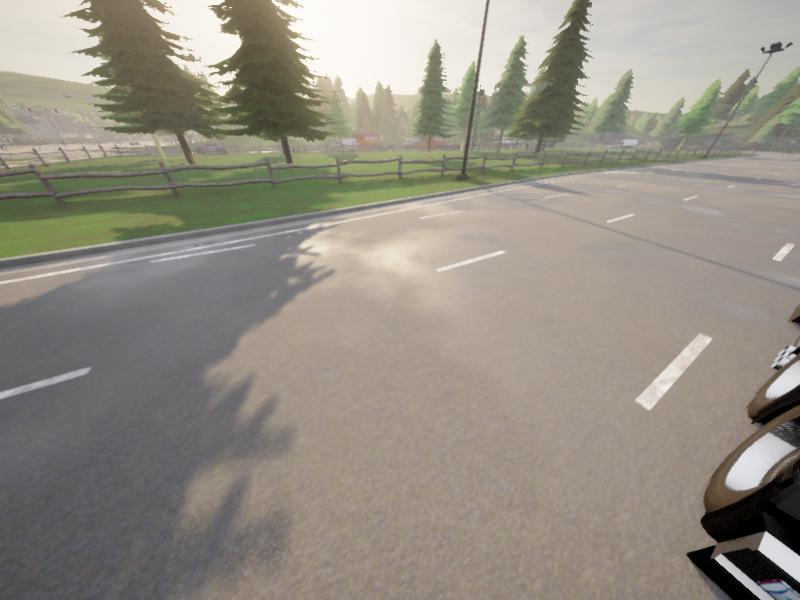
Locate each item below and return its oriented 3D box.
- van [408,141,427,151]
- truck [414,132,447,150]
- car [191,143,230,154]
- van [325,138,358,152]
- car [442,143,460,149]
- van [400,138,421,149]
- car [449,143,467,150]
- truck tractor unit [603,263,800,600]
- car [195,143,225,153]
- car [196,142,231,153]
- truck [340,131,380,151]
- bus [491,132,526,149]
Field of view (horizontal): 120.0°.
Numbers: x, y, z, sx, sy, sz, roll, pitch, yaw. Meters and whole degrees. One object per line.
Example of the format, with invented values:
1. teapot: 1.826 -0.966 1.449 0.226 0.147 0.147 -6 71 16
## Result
1. van: 4.491 -39.421 59.022 4.442 1.987 1.775 -18 39 -24
2. truck: 8.417 -43.747 63.666 8.468 3.827 2.891 -18 39 -24
3. car: -33.570 -27.007 41.129 4.856 1.649 2.033 -18 39 -24
4. van: -12.686 -34.067 50.776 6.366 2.431 2.351 -18 39 -24
5. car: 15.714 -47.455 71.080 5.008 1.535 1.882 -18 39 -24
6. van: 3.035 -46.103 68.101 5.915 2.561 1.988 -18 39 -24
7. car: 16.195 -42.994 64.695 4.892 1.490 1.837 -18 39 -24
8. truck tractor unit: 5.107 -0.304 0.794 6.516 4.208 3.053 -18 39 -24
9. car: -35.649 -28.634 43.465 3.988 1.617 1.851 -18 39 -24
10. car: -37.029 -30.493 46.114 5.027 1.651 2.152 -18 39 -24
11. truck: -9.437 -37.990 55.226 8.468 3.827 2.891 -18 39 -24
12. bus: 35.776 -52.655 76.360 10.273 4.253 3.944 -18 39 -24
